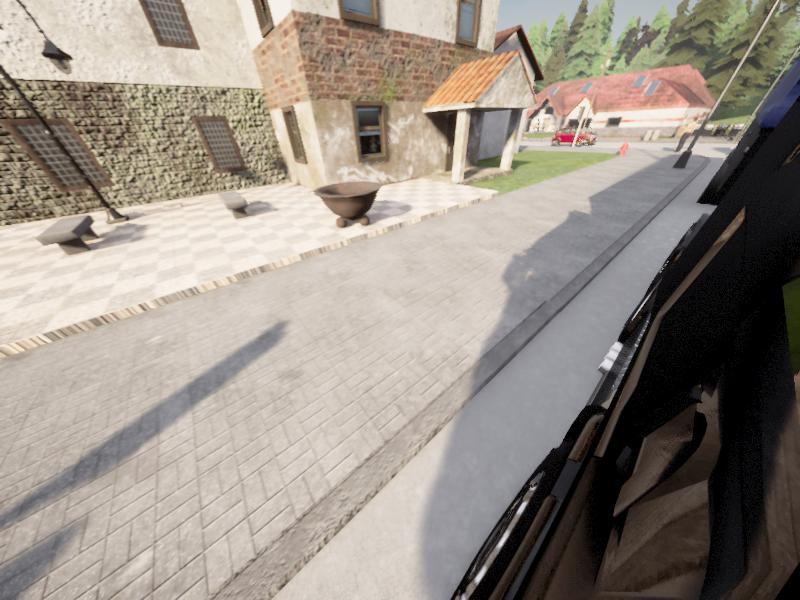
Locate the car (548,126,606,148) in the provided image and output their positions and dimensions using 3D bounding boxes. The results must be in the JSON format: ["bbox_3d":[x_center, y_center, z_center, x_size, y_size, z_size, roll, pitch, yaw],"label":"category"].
[{"bbox_3d":[16.727,-15.561,22.021,1.789,1.549,3.705,-28,43,-29],"label":"car"}]

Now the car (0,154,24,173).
[{"bbox_3d":[-42.459,-14.131,23.996,2.033,1.411,5.357,-28,43,-29],"label":"car"}]

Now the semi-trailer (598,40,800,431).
[{"bbox_3d":[8.700,-3.607,4.221,14.254,4.402,2.717,-28,44,-30],"label":"semi-trailer"}]

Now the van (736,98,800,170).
[{"bbox_3d":[19.854,-8.306,11.332,1.988,2.561,5.915,23,45,31],"label":"van"}]

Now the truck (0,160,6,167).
[{"bbox_3d":[-50.043,-16.572,25.702,2.891,3.827,8.468,-28,44,-30],"label":"truck"}]

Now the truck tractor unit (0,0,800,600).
[{"bbox_3d":[2.645,-0.295,0.351,6.516,4.208,3.053,-28,44,-30],"label":"truck tractor unit"}]

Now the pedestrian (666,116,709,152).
[{"bbox_3d":[18.550,-10.698,14.961,0.751,1.860,0.751,10,39,16],"label":"pedestrian"}]
